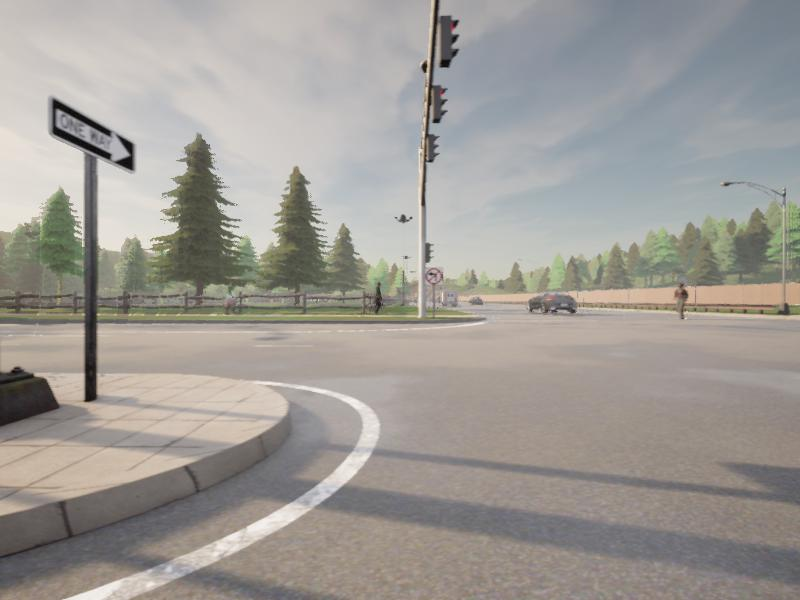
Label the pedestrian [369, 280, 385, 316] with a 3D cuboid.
[{"bbox_3d":[-1.200,-0.117,21.159,0.751,1.860,0.751,0,0,5],"label":"pedestrian"}]

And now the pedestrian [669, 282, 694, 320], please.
[{"bbox_3d":[13.921,0.044,19.804,0.751,1.860,0.751,0,0,-23],"label":"pedestrian"}]

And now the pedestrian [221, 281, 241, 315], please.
[{"bbox_3d":[-9.276,-0.121,21.980,0.751,1.860,0.751,0,0,6],"label":"pedestrian"}]

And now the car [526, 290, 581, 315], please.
[{"bbox_3d":[10.855,0.186,28.798,2.152,1.651,5.027,0,0,1],"label":"car"}]

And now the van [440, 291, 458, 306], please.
[{"bbox_3d":[8.174,-0.220,66.797,2.351,2.431,6.366,0,0,1],"label":"van"}]

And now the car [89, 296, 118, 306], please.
[{"bbox_3d":[-49.469,0.197,66.909,1.851,1.617,3.988,0,0,1],"label":"car"}]
